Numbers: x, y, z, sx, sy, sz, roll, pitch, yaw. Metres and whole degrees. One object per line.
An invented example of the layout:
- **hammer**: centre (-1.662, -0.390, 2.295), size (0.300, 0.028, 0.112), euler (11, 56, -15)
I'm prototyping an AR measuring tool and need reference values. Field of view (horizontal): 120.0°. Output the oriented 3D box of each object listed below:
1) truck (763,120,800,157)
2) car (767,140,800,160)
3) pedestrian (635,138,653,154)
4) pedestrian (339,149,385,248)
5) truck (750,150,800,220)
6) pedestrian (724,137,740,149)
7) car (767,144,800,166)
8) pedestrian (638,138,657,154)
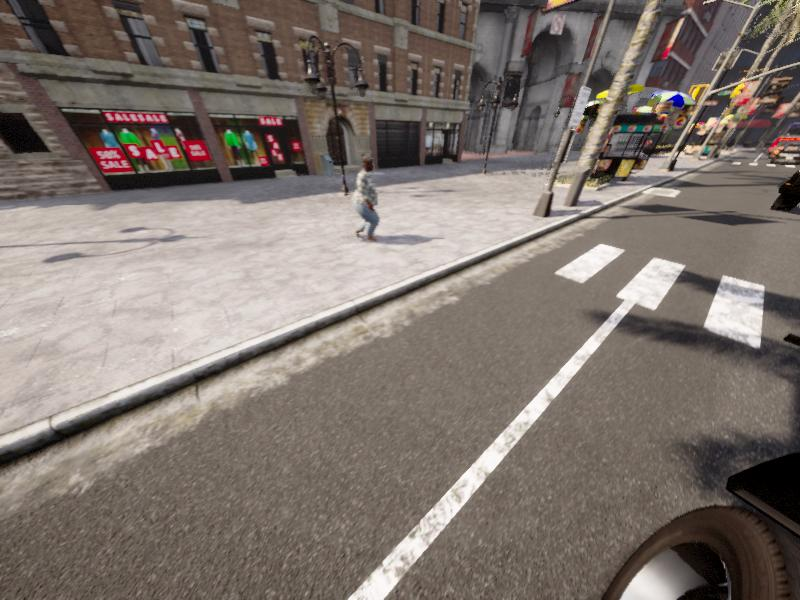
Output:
- **truck**: centre (54.110, -22.081, 31.497), size (8.468, 3.827, 2.891), euler (-21, 40, -27)
- **car**: centre (44.617, -17.226, 26.444), size (4.553, 1.767, 2.097), euler (-24, 41, -29)
- **pedestrian**: centre (33.327, -21.089, 31.599), size (0.751, 1.860, 0.751), euler (-17, 39, -22)
- **pedestrian**: centre (-0.777, -2.192, 5.069), size (0.751, 1.860, 0.751), euler (-4, 36, -6)
- **truck**: centre (16.119, -3.754, 7.299), size (6.274, 2.098, 2.390), euler (-5, 35, -7)
- **pedestrian**: centre (63.523, -30.104, 44.170), size (0.751, 1.860, 0.751), euler (-12, 37, -17)
- **car**: centre (36.093, -13.417, 21.319), size (3.705, 1.549, 1.789), euler (-23, 41, -29)
- **pedestrian**: centre (34.086, -21.241, 31.808), size (0.751, 1.860, 0.751), euler (-2, 35, -2)
